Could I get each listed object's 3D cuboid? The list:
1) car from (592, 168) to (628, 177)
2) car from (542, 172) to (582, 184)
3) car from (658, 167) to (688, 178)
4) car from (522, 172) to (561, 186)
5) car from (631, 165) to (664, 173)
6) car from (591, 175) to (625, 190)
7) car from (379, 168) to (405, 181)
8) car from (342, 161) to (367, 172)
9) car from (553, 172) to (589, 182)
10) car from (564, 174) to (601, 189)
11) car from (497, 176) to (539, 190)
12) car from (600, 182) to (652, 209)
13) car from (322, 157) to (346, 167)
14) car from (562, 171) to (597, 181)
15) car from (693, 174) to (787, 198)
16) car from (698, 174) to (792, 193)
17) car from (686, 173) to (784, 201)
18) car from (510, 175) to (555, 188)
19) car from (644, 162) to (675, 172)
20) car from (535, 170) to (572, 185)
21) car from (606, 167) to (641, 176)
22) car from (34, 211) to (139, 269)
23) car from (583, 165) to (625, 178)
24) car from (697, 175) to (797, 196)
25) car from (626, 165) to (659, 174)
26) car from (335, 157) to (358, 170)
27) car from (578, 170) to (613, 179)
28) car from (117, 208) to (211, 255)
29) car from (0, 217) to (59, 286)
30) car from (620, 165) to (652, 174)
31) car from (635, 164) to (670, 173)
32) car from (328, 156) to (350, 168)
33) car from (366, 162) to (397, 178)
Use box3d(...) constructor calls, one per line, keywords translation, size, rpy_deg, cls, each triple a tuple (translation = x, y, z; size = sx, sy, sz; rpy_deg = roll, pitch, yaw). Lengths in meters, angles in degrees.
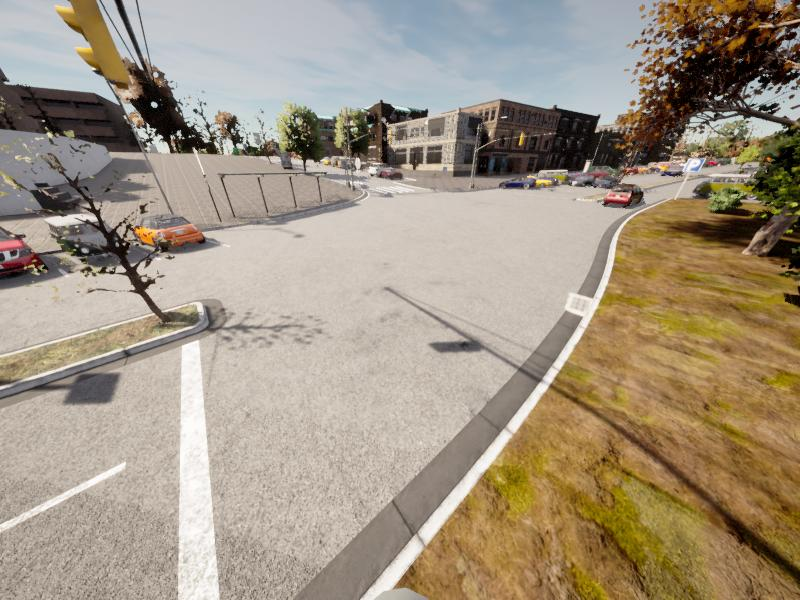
box3d(translation=(41.921, -25.455, 46.197), size=(5.008, 1.535, 2.097), rpy_deg=(20, 37, 33), cls="car")
box3d(translation=(26.611, -20.140, 38.075), size=(4.892, 1.521, 2.231), rpy_deg=(19, 36, 32), cls="car")
box3d(translation=(50.338, -23.561, 42.659), size=(4.792, 1.488, 2.163), rpy_deg=(-18, 35, -26), cls="car")
box3d(translation=(21.562, -18.424, 35.211), size=(4.553, 1.767, 2.185), rpy_deg=(19, 36, 31), cls="car")
box3d(translation=(57.558, -30.497, 53.847), size=(5.008, 1.535, 2.097), rpy_deg=(22, 37, 35), cls="car")
box3d(translation=(27.502, -15.642, 30.572), size=(4.193, 1.474, 1.816), rpy_deg=(-20, 36, -28), cls="car")
box3d(translation=(-1.231, -20.775, 38.067), size=(2.002, 1.452, 4.674), rpy_deg=(21, 37, 23), cls="car")
box3d(translation=(-8.914, -26.385, 45.522), size=(2.231, 1.521, 4.892), rpy_deg=(21, 37, 23), cls="car")
box3d(translation=(29.144, -21.005, 39.471), size=(4.674, 1.452, 2.002), rpy_deg=(19, 37, 32), cls="car")
box3d(translation=(26.001, -16.932, 32.836), size=(4.902, 1.511, 2.128), rpy_deg=(-20, 36, -28), cls="car")
box3d(translation=(16.543, -16.502, 32.563), size=(4.792, 1.488, 2.163), rpy_deg=(18, 36, 31), cls="car")
box3d(translation=(19.572, -9.149, 20.031), size=(3.988, 1.617, 1.851), rpy_deg=(-21, 36, -28), cls="car")
box3d(translation=(-14.577, -30.665, 51.280), size=(1.946, 1.575, 5.366), rpy_deg=(21, 37, 23), cls="car")
box3d(translation=(31.680, -21.906, 40.851), size=(4.674, 1.452, 2.002), rpy_deg=(19, 36, 32), cls="car")
box3d(translation=(33.092, -11.306, 22.797), size=(4.553, 1.767, 2.185), rpy_deg=(20, 37, 31), cls="car")
box3d(translation=(37.900, -13.039, 25.682), size=(5.366, 1.575, 1.946), rpy_deg=(21, 38, 31), cls="car")
box3d(translation=(30.571, -10.506, 21.390), size=(4.442, 1.987, 1.878), rpy_deg=(20, 38, 31), cls="car")
box3d(translation=(19.246, -17.332, 33.735), size=(5.366, 1.575, 1.946), rpy_deg=(18, 36, 31), cls="car")
box3d(translation=(62.903, -32.281, 56.119), size=(4.442, 1.987, 1.878), rpy_deg=(22, 38, 35), cls="car")
box3d(translation=(24.186, -19.390, 36.497), size=(4.442, 1.987, 1.878), rpy_deg=(19, 36, 31), cls="car")
box3d(translation=(47.102, -27.159, 48.787), size=(5.008, 1.535, 2.097), rpy_deg=(21, 38, 34), cls="car")
box3d(translation=(-16.054, -3.211, 11.856), size=(4.442, 1.987, 1.878), rpy_deg=(15, 34, 27), cls="car")
box3d(translation=(39.365, -24.796, 44.732), size=(5.566, 2.045, 2.435), rpy_deg=(20, 37, 33), cls="car")
box3d(translation=(35.730, -12.037, 24.127), size=(5.366, 1.575, 1.946), rpy_deg=(21, 37, 31), cls="car")
box3d(translation=(54.944, -29.664, 52.587), size=(4.892, 1.521, 2.231), rpy_deg=(22, 38, 35), cls="car")
box3d(translation=(-10.866, -27.919, 47.185), size=(1.878, 1.987, 4.442), rpy_deg=(21, 37, 23), cls="car")
box3d(translation=(36.781, -23.674, 43.552), size=(4.674, 1.452, 2.002), rpy_deg=(20, 37, 33), cls="car")
box3d(translation=(-13.789, -4.164, 13.541), size=(4.553, 1.767, 2.185), rpy_deg=(15, 35, 27), cls="car")
box3d(translation=(-18.453, -2.226, 10.271), size=(5.566, 2.045, 2.435), rpy_deg=(15, 34, 27), cls="car")
box3d(translation=(52.328, -28.939, 51.258), size=(4.553, 1.767, 2.185), rpy_deg=(21, 38, 34), cls="car")
box3d(translation=(60.044, -31.365, 55.174), size=(5.366, 1.575, 1.946), rpy_deg=(22, 38, 35), cls="car")
box3d(translation=(-12.791, -29.317, 49.059), size=(1.878, 1.987, 4.442), rpy_deg=(21, 37, 23), cls="car")
box3d(translation=(-3.124, -22.424, 39.795), size=(2.435, 2.045, 5.566), rpy_deg=(21, 37, 23), cls="car")
